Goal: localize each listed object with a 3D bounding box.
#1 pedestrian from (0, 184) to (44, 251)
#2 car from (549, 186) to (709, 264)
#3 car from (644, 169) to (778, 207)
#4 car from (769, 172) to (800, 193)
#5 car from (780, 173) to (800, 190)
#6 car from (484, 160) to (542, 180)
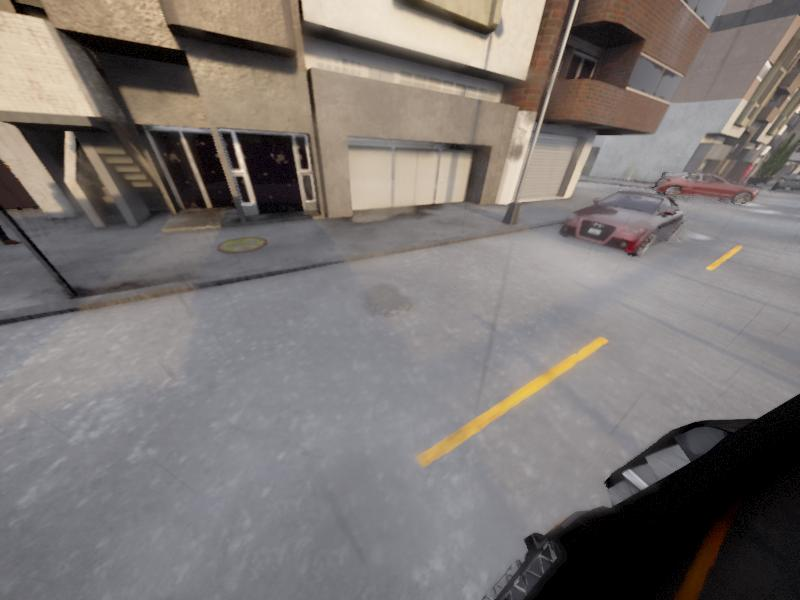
[{"bbox_3d":[-8.243,-1.926,4.314,0.751,1.860,0.751,-9,35,-18],"label":"pedestrian"},{"bbox_3d":[6.976,-2.517,7.077,4.181,1.385,1.994,-17,38,-27],"label":"car"},{"bbox_3d":[20.996,-7.910,16.090,5.027,1.651,2.152,21,38,25],"label":"car"},{"bbox_3d":[42.867,-12.790,25.017,4.553,1.767,2.097,-16,38,-26],"label":"car"},{"bbox_3d":[49.015,-14.449,28.196,5.366,1.575,1.801,-16,38,-26],"label":"car"},{"bbox_3d":[12.063,-14.178,25.065,2.033,1.411,5.357,-16,38,-26],"label":"car"}]
